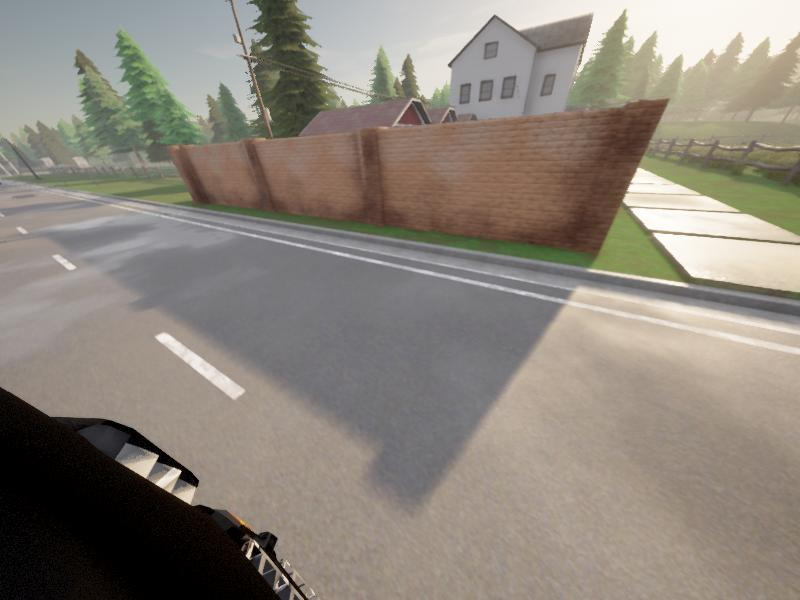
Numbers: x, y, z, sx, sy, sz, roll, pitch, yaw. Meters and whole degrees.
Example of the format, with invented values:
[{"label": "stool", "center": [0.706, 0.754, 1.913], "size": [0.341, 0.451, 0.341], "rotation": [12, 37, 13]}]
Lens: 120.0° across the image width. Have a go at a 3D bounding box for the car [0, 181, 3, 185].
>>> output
[{"label": "car", "center": [-58.609, -17.142, 32.246], "size": [5.566, 2.045, 2.150], "rotation": [16, 38, 26]}]
